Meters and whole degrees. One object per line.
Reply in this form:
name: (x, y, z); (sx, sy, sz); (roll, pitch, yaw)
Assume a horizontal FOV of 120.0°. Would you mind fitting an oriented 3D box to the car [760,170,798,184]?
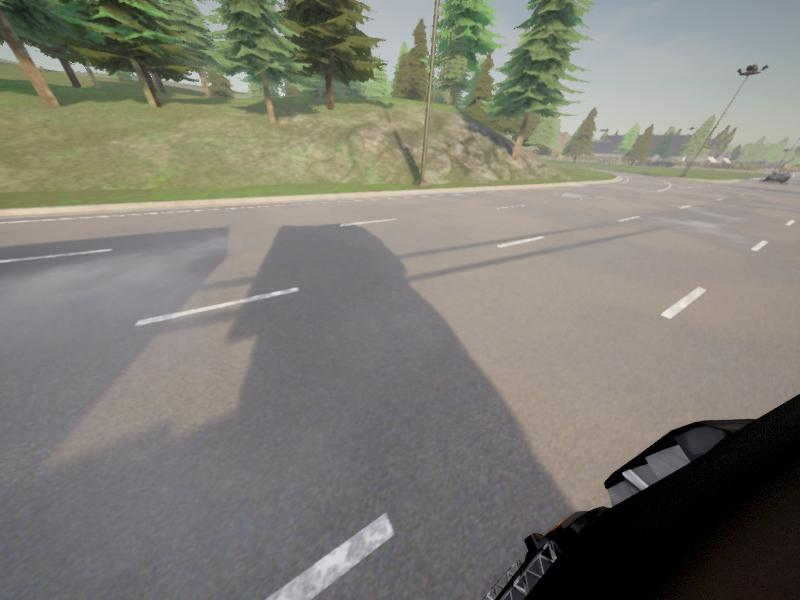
car: (57.348, -18.649, 34.954); (4.902, 1.511, 2.128); (-16, 38, -26)
